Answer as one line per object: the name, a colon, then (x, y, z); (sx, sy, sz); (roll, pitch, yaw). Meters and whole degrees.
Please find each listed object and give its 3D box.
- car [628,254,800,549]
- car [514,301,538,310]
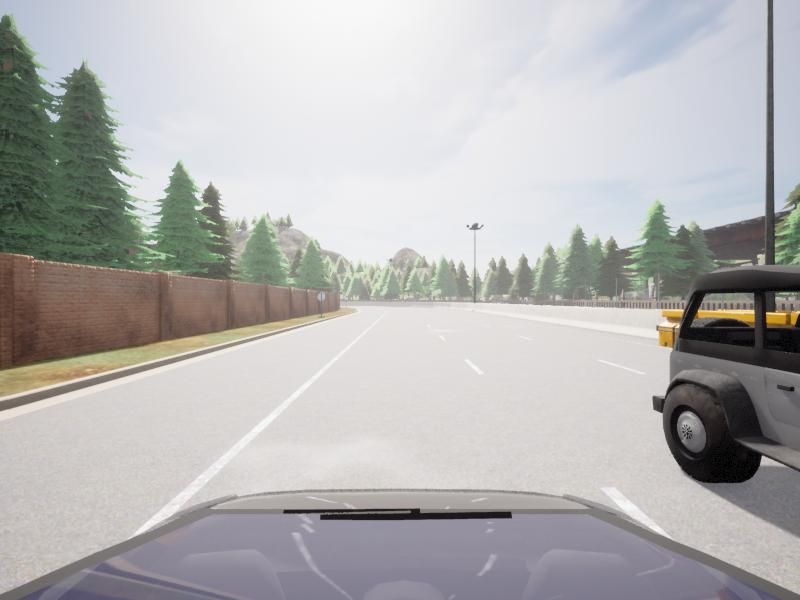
car: (3.501, 0.646, 2.535); (1.905, 1.878, 3.866); (0, 0, 0)
car: (20.025, 0.846, 63.815); (1.837, 1.490, 4.892); (0, 0, -7)
